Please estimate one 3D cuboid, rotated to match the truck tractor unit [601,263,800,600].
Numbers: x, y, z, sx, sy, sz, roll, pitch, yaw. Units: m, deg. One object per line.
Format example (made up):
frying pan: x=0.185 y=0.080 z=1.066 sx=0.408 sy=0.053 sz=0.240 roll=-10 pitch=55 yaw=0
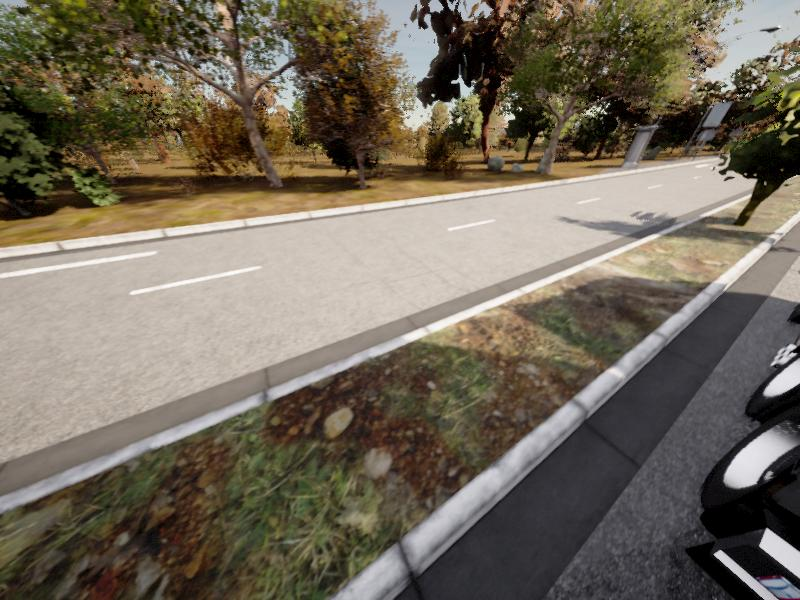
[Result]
truck tractor unit: x=5.119 y=-0.291 z=0.783 sx=6.516 sy=4.208 sz=3.053 roll=-18 pitch=39 yaw=-24
